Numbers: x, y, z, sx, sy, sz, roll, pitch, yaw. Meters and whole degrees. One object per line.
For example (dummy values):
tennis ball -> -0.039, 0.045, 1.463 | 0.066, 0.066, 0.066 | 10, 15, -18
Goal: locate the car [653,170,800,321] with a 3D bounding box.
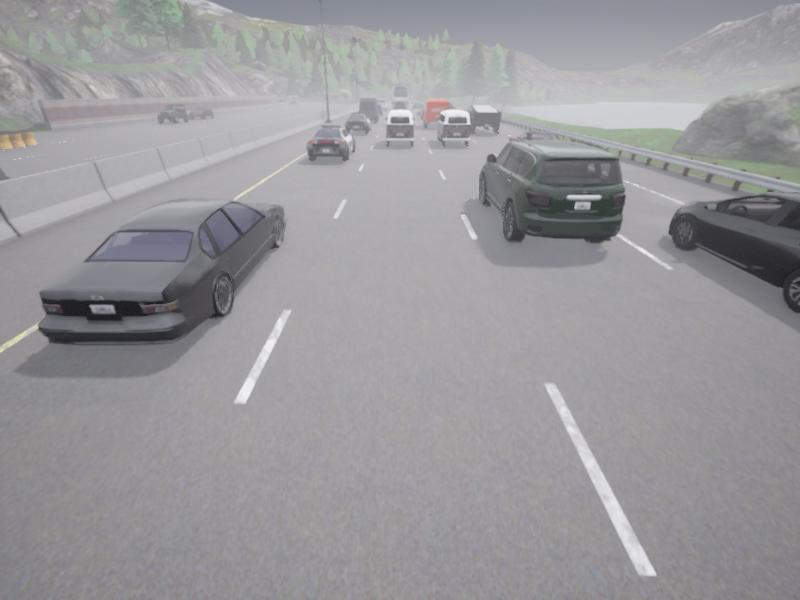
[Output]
car -> 7.002, -1.127, 7.127 | 2.007, 1.525, 4.514 | 0, 27, 0

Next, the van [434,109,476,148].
van -> 3.512, -11.412, 26.398 | 2.069, 2.038, 4.480 | 0, 27, 0

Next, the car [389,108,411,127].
car -> 0.015, -19.067, 41.729 | 2.128, 1.511, 4.902 | 0, 27, 0

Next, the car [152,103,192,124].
car -> -24.485, -20.128, 43.187 | 1.905, 1.878, 3.866 | 0, 27, 0

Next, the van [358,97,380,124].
van -> -3.479, -21.739, 45.744 | 1.988, 2.561, 5.915 | 0, 27, 0

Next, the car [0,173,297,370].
car -> -3.496, -1.004, 6.960 | 2.033, 1.411, 5.357 | 0, 27, 0

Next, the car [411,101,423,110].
car -> 3.475, -39.676, 81.599 | 2.007, 1.525, 4.514 | -1, 27, -2

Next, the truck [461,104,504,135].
truck -> 7.012, -15.739, 34.714 | 2.390, 2.098, 6.274 | 0, 27, 0

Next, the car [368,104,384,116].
car -> -3.480, -28.139, 59.199 | 2.007, 1.525, 4.514 | 0, 27, 0

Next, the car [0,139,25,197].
car -> -13.997, -3.350, 11.166 | 2.152, 1.651, 5.027 | 0, 27, 0

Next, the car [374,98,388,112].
car -> -3.472, -36.190, 74.185 | 2.150, 2.045, 5.566 | 0, 27, 0

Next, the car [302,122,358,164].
car -> -3.493, -8.355, 21.001 | 2.038, 1.542, 4.974 | 0, 27, 0

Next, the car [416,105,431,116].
car -> 3.522, -28.752, 60.683 | 1.895, 1.301, 4.718 | 0, 27, 0

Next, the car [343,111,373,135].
car -> -3.487, -15.066, 33.950 | 2.038, 1.542, 4.974 | 0, 27, 0

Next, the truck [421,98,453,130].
truck -> 3.520, -18.382, 39.438 | 2.627, 2.467, 5.204 | 0, 29, 0

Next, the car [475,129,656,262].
car -> 3.510, -2.966, 10.090 | 2.150, 2.045, 5.566 | 0, 28, 0

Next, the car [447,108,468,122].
car -> 7.016, -22.840, 49.294 | 1.895, 1.301, 4.718 | 0, 27, 0

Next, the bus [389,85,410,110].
bus -> -0.160, -41.571, 82.181 | 3.944, 4.253, 10.273 | -1, 27, -2

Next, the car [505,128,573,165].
car -> 7.005, -8.045, 20.732 | 1.895, 1.301, 4.718 | 0, 27, 0

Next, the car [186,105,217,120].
car -> -24.483, -23.167, 49.423 | 1.789, 1.549, 3.705 | 0, 27, 0

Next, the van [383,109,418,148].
van -> 0.009, -11.342, 26.238 | 2.069, 2.038, 4.480 | 0, 27, 0

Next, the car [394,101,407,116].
car -> 0.024, -29.043, 60.573 | 1.905, 1.878, 3.866 | 0, 27, 0
